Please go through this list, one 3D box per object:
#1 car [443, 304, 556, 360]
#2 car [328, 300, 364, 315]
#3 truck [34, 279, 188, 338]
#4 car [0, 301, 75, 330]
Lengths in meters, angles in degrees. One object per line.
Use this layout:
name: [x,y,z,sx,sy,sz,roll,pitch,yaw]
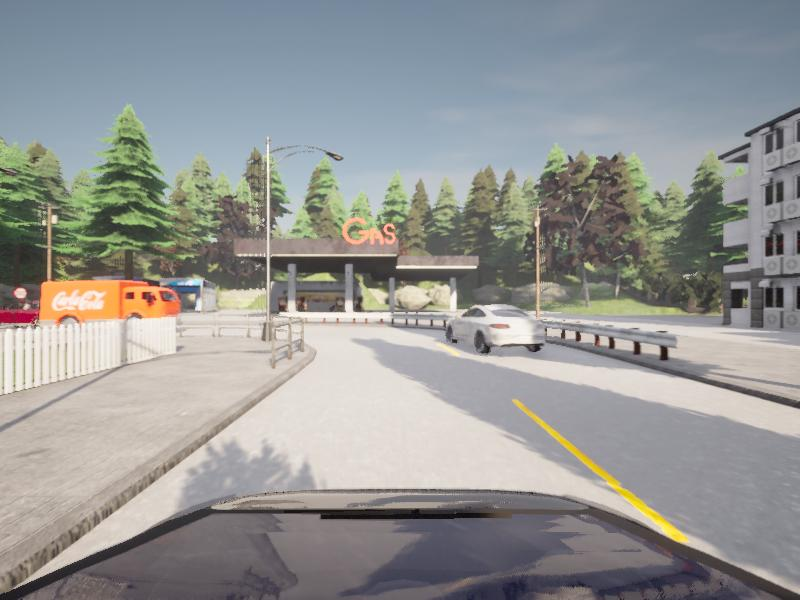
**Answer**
car: [2.991,0.878,13.198,1.812,1.442,4.674,0,0,-11]
car: [-5.682,0.777,42.469,3.633,1.501,1.845,0,0,-1]
truck: [-13.082,0.372,18.484,5.204,2.467,2.627,-1,0,0]
car: [-20.685,0.827,22.303,3.705,1.549,1.789,0,0,0]
